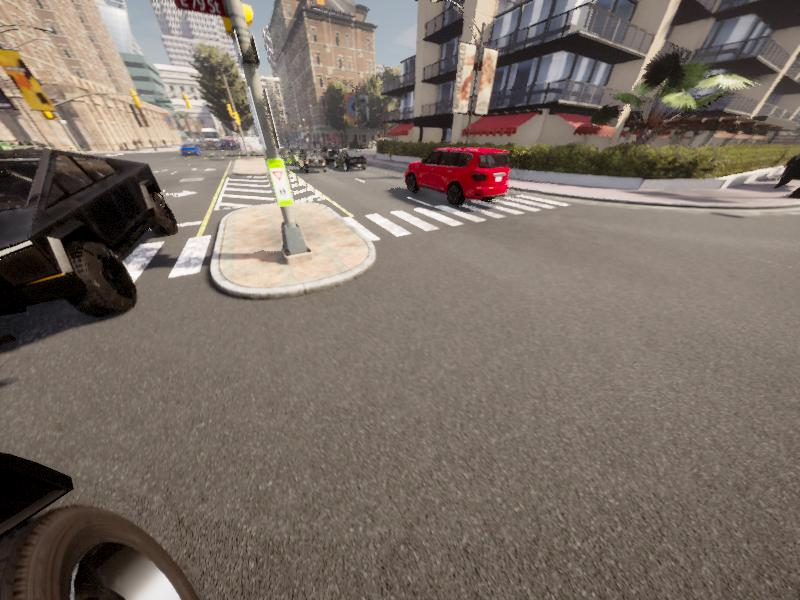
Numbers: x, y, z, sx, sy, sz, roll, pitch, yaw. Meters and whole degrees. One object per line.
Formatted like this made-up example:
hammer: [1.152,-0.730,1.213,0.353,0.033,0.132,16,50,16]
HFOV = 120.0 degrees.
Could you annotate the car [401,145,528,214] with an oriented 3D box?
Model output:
car: [2.399,-5.830,10.654,2.150,2.045,5.566,-18,39,-24]

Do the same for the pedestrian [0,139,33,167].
pedestrian: [-31.304,-11.845,18.614,0.751,1.860,0.751,-11,36,-16]

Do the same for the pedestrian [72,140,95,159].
pedestrian: [-38.603,-18.402,28.215,0.751,1.860,0.751,-16,38,-22]

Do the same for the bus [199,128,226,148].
bus: [-52.589,-45.561,65.086,3.944,4.253,10.273,-17,39,-24]

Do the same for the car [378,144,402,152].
car: [-2.214,-33.974,51.659,4.792,1.488,2.163,-18,39,-24]

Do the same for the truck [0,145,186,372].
truck: [-6.419,-1.520,4.240,2.390,2.098,6.274,-18,39,-25]

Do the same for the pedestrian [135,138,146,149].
pedestrian: [-55.132,-33.287,49.138,0.751,1.860,0.751,-18,39,-24]

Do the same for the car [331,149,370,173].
car: [-4.578,-12.674,20.889,1.837,1.490,4.892,-17,39,-24]

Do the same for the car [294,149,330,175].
car: [-7.319,-11.430,18.995,1.789,1.549,3.705,-17,39,-24]

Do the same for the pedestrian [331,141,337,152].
pedestrian: [-13.661,-31.633,47.715,0.751,1.860,0.751,-17,38,-23]

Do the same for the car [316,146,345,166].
car: [-7.677,-15.890,25.375,1.851,1.617,3.988,-17,39,-24]

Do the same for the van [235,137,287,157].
van: [-21.310,-23.721,35.721,6.366,2.431,2.351,-18,39,-24]

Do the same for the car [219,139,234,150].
car: [-41.971,-37.722,55.908,2.150,2.045,5.566,-17,39,-24]

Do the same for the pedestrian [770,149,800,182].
pedestrian: [26.736,-9.172,15.731,0.751,1.860,0.751,-19,39,-26]

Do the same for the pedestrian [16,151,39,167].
pedestrian: [-30.197,-11.453,18.734,0.500,1.100,0.500,21,39,26]

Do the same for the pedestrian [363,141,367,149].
pedestrian: [-9.090,-40.103,59.740,0.751,1.860,0.751,-27,43,-34]

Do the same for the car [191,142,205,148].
car: [-52.184,-40.001,59.666,1.895,1.301,4.718,-17,39,-24]

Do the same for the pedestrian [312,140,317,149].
pedestrian: [-21.895,-40.023,59.410,0.751,1.860,0.751,-15,38,-21]

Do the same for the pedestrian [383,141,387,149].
pedestrian: [-4.186,-42.235,62.897,0.751,1.860,0.751,-29,44,-35]

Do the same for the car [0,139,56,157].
car: [-48.699,-19.404,29.521,4.605,1.855,1.932,-17,39,-24]

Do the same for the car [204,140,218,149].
car: [-47.076,-38.795,57.518,1.905,1.878,3.866,-17,39,-24]

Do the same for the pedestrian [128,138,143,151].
pedestrian: [-45.839,-26.903,40.087,0.751,1.860,0.751,-11,36,-16]

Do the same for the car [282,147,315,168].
car: [-10.350,-14.513,23.415,2.007,1.525,4.514,-17,39,-24]

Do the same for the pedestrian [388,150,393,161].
pedestrian: [-1.164,-17.563,28.033,0.500,1.100,0.500,-18,39,-25]

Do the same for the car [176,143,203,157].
car: [-31.003,-22.244,34.208,1.882,1.535,5.008,-17,38,-24]

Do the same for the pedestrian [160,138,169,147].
pedestrian: [-58.945,-39.314,57.766,0.751,1.860,0.751,-18,39,-25]

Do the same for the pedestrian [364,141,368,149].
pedestrian: [-8.887,-40.802,60.753,0.751,1.860,0.751,-18,39,-25]
